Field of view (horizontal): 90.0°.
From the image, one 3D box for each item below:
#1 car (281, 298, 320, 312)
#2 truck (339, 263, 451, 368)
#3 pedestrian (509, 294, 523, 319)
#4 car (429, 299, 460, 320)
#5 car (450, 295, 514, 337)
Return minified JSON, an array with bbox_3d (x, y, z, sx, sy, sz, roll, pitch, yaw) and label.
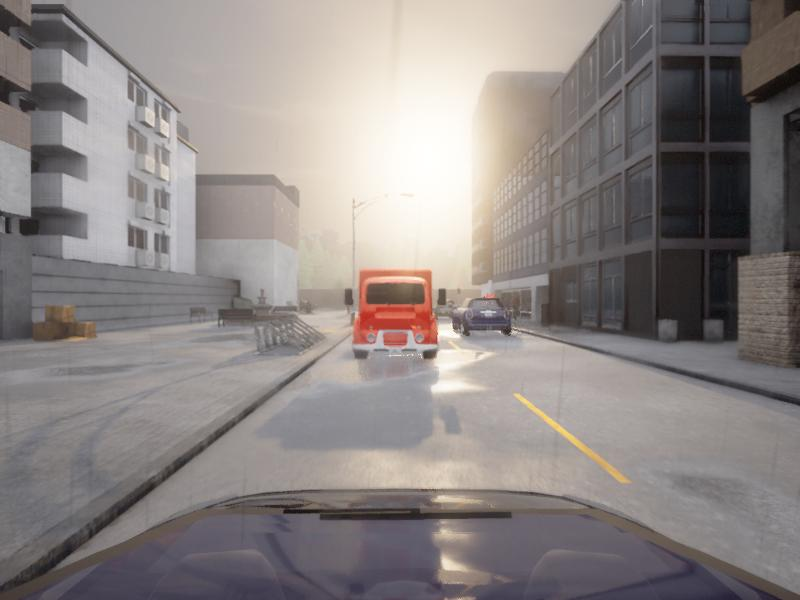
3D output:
[{"bbox_3d":[-12.983,0.621,52.193,4.553,1.767,2.097,0,0,0],"label":"car"},{"bbox_3d":[-0.129,0.328,11.996,2.627,2.467,5.204,0,1,0],"label":"truck"},{"bbox_3d":[8.826,0.489,30.471,0.751,1.860,0.751,0,0,-6],"label":"pedestrian"},{"bbox_3d":[3.573,0.731,32.850,2.033,1.649,4.856,0,0,0],"label":"car"},{"bbox_3d":[3.759,0.667,19.182,2.097,1.767,4.553,0,0,0],"label":"car"}]
